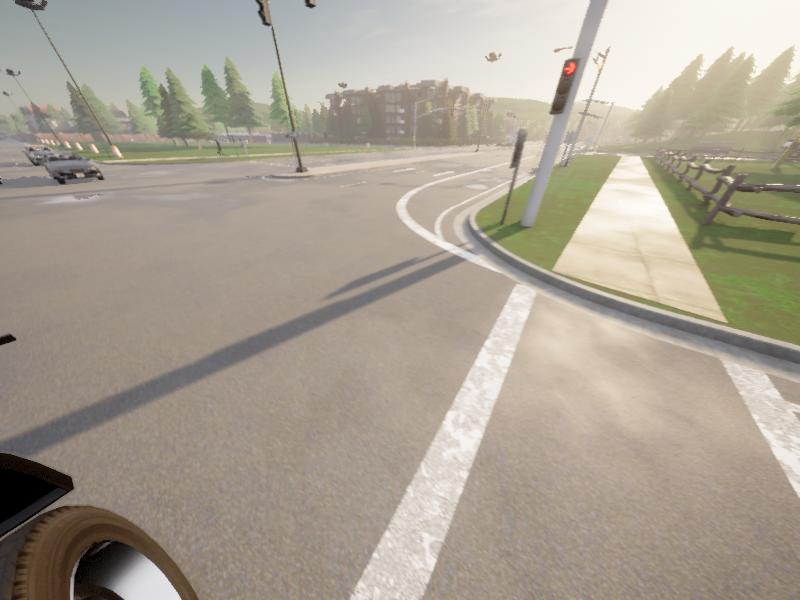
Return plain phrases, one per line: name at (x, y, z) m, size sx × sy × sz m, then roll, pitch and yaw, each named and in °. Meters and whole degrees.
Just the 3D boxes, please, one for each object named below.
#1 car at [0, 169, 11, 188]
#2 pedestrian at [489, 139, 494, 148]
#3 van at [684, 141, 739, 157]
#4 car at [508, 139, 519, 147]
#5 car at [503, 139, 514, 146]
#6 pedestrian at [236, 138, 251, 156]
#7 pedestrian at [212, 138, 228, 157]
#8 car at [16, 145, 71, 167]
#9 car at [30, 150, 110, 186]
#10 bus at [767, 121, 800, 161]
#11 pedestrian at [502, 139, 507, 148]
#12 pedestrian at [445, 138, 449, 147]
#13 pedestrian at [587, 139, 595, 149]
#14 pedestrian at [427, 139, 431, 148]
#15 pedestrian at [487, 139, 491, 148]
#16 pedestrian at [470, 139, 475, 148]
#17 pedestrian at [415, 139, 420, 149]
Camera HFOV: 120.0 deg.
car at (-23.121, -6.918, 12.171) m, size 4.902 × 1.511 × 2.128 m, roll 22°, pitch 41°, yaw 28°
pedestrian at (24.413, -41.701, 61.572) m, size 0.751 × 1.860 × 0.751 m, roll 17°, pitch 38°, yaw 22°
van at (48.254, -23.529, 35.991) m, size 4.442 × 1.987 × 1.775 m, roll 22°, pitch 41°, yaw 28°
car at (33.584, -46.348, 68.279) m, size 1.905 × 1.878 × 3.866 m, roll 22°, pitch 41°, yaw 28°
car at (35.446, -51.398, 75.523) m, size 2.097 × 1.767 × 4.553 m, roll 22°, pitch 41°, yaw 28°
pedestrian at (-19.674, -19.264, 29.089) m, size 0.751 × 1.860 × 0.751 m, roll 25°, pitch 42°, yaw 30°
pedestrian at (-21.511, -18.217, 27.588) m, size 0.751 × 1.860 × 0.751 m, roll 27°, pitch 43°, yaw 32°
car at (-31.560, -12.814, 20.473) m, size 3.806 × 1.475 × 1.970 m, roll 22°, pitch 41°, yaw 28°
car at (-19.218, -7.773, 13.453) m, size 4.193 × 1.474 × 1.816 m, roll 22°, pitch 41°, yaw 28°
bus at (55.121, -19.079, 27.788) m, size 10.273 × 4.253 × 3.944 m, roll 22°, pitch 41°, yaw 28°
pedestrian at (26.971, -40.362, 59.701) m, size 0.751 × 1.860 × 0.751 m, roll 19°, pitch 39°, yaw 24°
pedestrian at (12.820, -43.161, 63.264) m, size 0.751 × 1.860 × 0.751 m, roll 20°, pitch 40°, yaw 25°
pedestrian at (46.135, -37.756, 55.911) m, size 0.751 × 1.860 × 0.751 m, roll 28°, pitch 44°, yaw 33°
pedestrian at (7.179, -38.862, 57.384) m, size 0.751 × 1.860 × 0.751 m, roll 23°, pitch 41°, yaw 28°
pedestrian at (23.593, -41.473, 61.241) m, size 0.751 × 1.860 × 0.751 m, roll 16°, pitch 38°, yaw 21°
pedestrian at (19.599, -42.603, 62.804) m, size 0.751 × 1.860 × 0.751 m, roll 30°, pitch 45°, yaw 35°
pedestrian at (4.141, -36.602, 54.151) m, size 0.751 × 1.860 × 0.751 m, roll 21°, pitch 40°, yaw 26°
